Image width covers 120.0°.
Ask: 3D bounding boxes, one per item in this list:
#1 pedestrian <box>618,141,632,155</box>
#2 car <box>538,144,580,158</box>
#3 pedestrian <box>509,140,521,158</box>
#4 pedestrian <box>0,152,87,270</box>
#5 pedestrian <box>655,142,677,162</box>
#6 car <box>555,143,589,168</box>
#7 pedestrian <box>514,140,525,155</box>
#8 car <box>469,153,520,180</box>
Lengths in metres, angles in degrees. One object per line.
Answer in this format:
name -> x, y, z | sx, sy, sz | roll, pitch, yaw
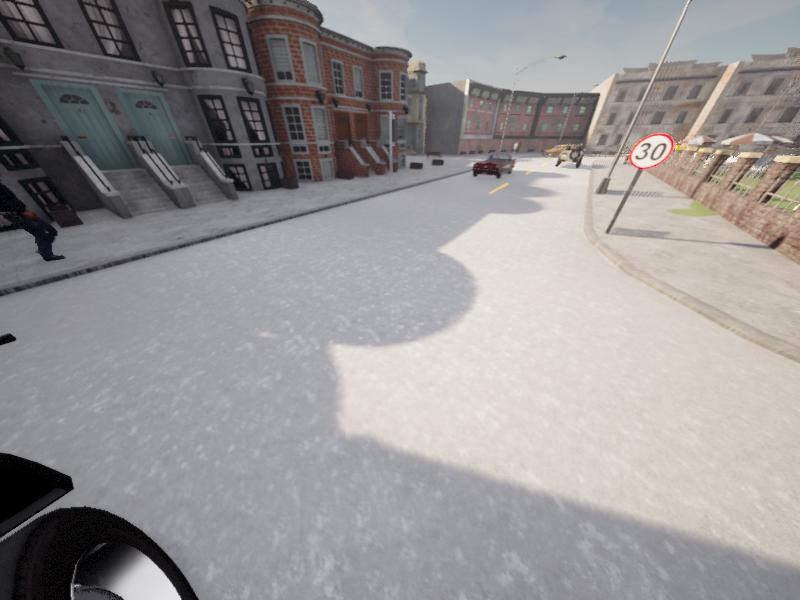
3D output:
pedestrian -> 34.907, -23.584, 35.858 | 0.751, 1.860, 0.751 | 21, 40, 26
car -> 22.468, -21.083, 32.698 | 5.008, 1.535, 1.882 | -13, 37, -18
pedestrian -> 14.902, -19.501, 29.877 | 0.751, 1.860, 0.751 | 25, 42, 31
pedestrian -> -7.138, -1.632, 4.322 | 0.751, 1.860, 0.751 | 28, 44, 34
pedestrian -> 29.216, -16.282, 25.448 | 0.751, 1.860, 0.751 | 22, 40, 27
car -> 16.830, -14.184, 22.551 | 1.932, 1.855, 4.605 | 22, 40, 27
pedestrian -> 17.622, -22.534, 34.204 | 0.751, 1.860, 0.751 | -29, 44, -35
car -> 6.880, -9.714, 16.631 | 1.895, 1.301, 4.718 | 22, 41, 28
